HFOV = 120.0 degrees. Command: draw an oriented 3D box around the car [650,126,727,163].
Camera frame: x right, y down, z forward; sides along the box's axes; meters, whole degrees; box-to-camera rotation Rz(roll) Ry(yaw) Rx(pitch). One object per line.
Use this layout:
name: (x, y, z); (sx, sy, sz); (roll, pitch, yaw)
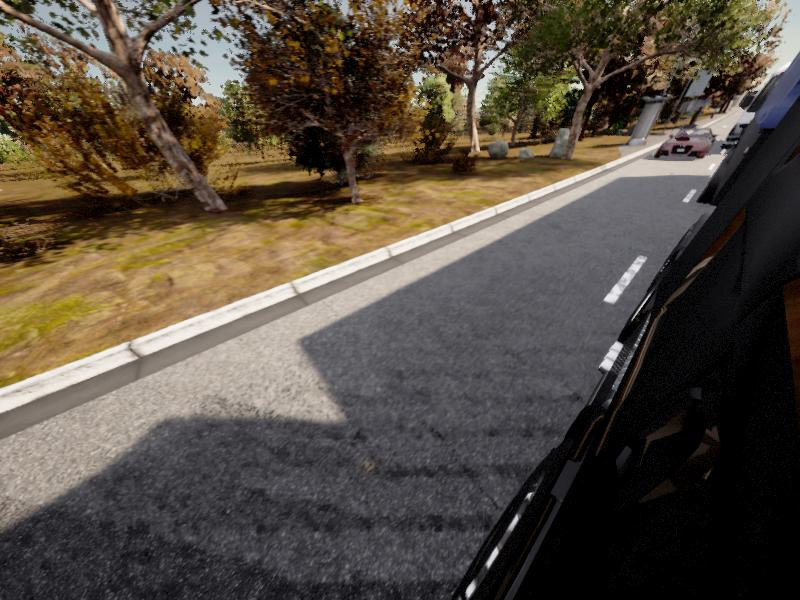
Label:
car: (16.740, -9.093, 13.396); (4.181, 1.385, 1.994); (-29, 44, -29)

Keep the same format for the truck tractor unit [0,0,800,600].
truck tractor unit: (2.645, -0.295, 0.352); (6.516, 4.208, 3.053); (-28, 44, -30)

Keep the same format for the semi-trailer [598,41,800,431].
semi-trailer: (8.687, -3.623, 4.223); (14.254, 4.402, 2.717); (-28, 44, -30)

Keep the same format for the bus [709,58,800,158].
bus: (25.173, -12.473, 14.768); (10.273, 4.253, 3.944); (-29, 44, -27)
